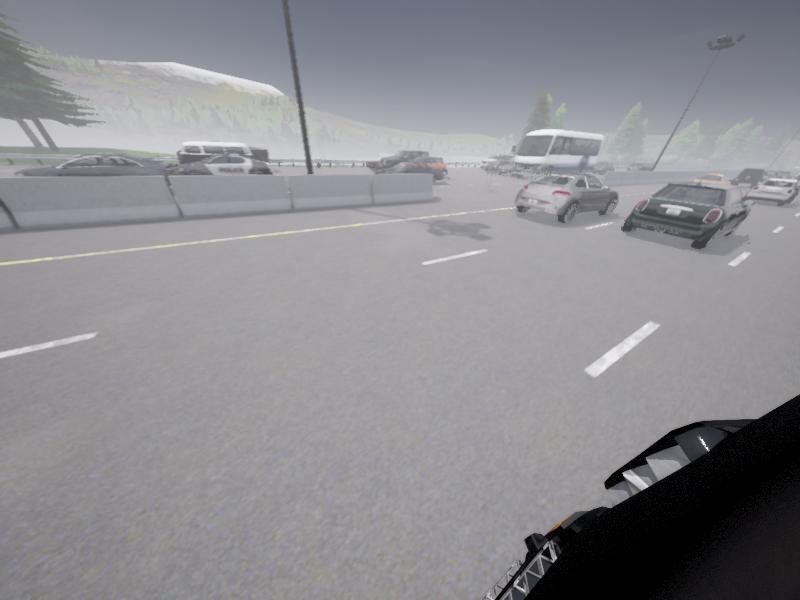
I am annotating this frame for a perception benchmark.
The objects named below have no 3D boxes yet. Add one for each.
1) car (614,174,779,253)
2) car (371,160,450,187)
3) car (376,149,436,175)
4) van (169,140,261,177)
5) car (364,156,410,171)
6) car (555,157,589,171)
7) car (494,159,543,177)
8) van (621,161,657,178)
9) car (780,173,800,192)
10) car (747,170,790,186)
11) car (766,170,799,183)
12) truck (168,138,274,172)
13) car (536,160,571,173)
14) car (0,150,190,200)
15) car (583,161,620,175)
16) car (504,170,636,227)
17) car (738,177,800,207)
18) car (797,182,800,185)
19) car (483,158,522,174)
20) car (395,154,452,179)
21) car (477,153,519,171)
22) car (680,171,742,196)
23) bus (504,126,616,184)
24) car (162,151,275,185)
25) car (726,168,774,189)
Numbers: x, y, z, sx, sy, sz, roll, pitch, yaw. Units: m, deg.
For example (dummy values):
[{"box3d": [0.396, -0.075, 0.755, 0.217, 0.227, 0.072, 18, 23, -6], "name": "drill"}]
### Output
[{"box3d": [10.113, -3.181, 7.934, 4.553, 1.767, 2.097, -16, 38, -26], "name": "car"}, {"box3d": [0.791, -9.255, 16.845, 5.357, 1.411, 2.033, -16, 38, -26], "name": "car"}, {"box3d": [0.601, -13.914, 23.319, 5.566, 2.045, 2.150, -16, 38, -26], "name": "car"}, {"box3d": [-12.865, -10.078, 16.504, 4.480, 2.038, 2.069, -16, 38, -26], "name": "van"}, {"box3d": [-1.394, -15.261, 25.901, 4.718, 1.301, 1.895, -16, 38, -26], "name": "car"}, {"box3d": [31.560, -24.952, 42.368, 5.566, 2.045, 2.150, -16, 38, -26], "name": "car"}, {"box3d": [13.697, -15.245, 26.688, 5.027, 1.651, 2.152, -16, 38, -26], "name": "car"}, {"box3d": [35.280, -19.318, 34.131, 4.442, 1.987, 1.775, -16, 38, -26], "name": "van"}, {"box3d": [43.798, -12.695, 25.036, 3.988, 1.617, 1.851, -16, 38, -26], "name": "car"}, {"box3d": [51.782, -17.227, 32.452, 4.611, 1.667, 2.242, -16, 38, -26], "name": "car"}, {"box3d": [64.610, -20.886, 38.994, 4.856, 1.649, 2.033, -16, 38, -26], "name": "car"}, {"box3d": [-14.330, -11.907, 19.124, 6.274, 2.098, 2.390, -16, 38, -26], "name": "truck"}, {"box3d": [23.166, -20.130, 34.883, 5.008, 1.535, 1.882, -16, 38, -26], "name": "car"}, {"box3d": [-12.675, -5.468, 9.994, 4.902, 1.511, 2.128, -16, 38, -26], "name": "car"}, {"box3d": [30.738, -20.117, 35.301, 4.611, 1.667, 2.242, -16, 38, -26], "name": "car"}, {"box3d": [7.290, -4.531, 9.934, 5.027, 1.651, 2.152, -16, 38, -26], "name": "car"}, {"box3d": [26.283, -7.654, 16.208, 3.806, 1.475, 1.970, -16, 38, -26], "name": "car"}, {"box3d": [61.421, -17.764, 33.977, 4.611, 1.667, 2.242, -16, 38, -26], "name": "car"}, {"box3d": [13.228, -17.295, 29.856, 4.514, 1.525, 2.007, -16, 38, -26], "name": "car"}, {"box3d": [2.064, -12.006, 20.753, 4.553, 1.767, 2.097, -16, 38, -26], "name": "car"}, {"box3d": [14.259, -20.027, 33.609, 5.566, 2.045, 2.150, -16, 38, -26], "name": "car"}, {"box3d": [26.518, -9.987, 19.677, 5.366, 1.575, 1.801, -16, 38, -26], "name": "car"}, {"box3d": [16.444, -14.814, 23.834, 10.273, 4.253, 3.944, -16, 38, -26], "name": "bus"}, {"box3d": [-10.824, -8.229, 14.304, 4.974, 1.542, 2.038, -16, 38, -26], "name": "car"}, {"box3d": [39.906, -13.927, 26.363, 3.866, 1.878, 1.905, -16, 38, -26], "name": "car"}]
